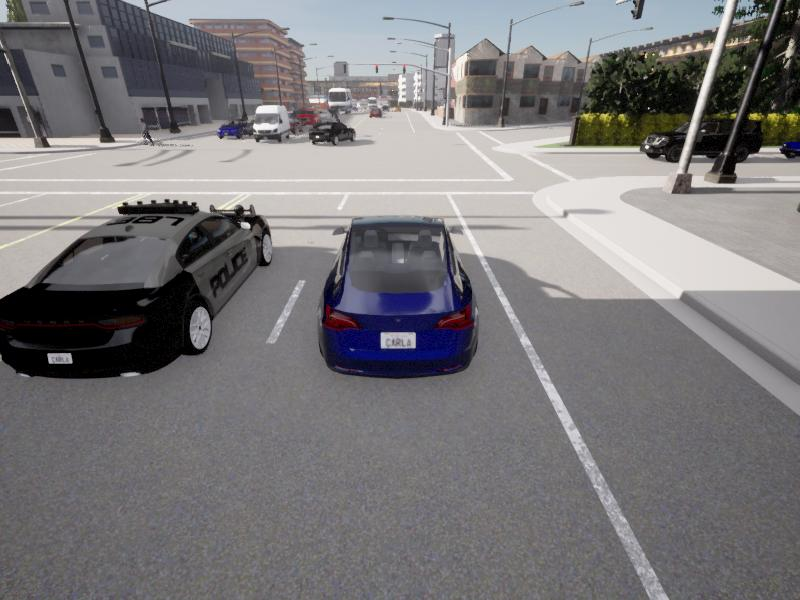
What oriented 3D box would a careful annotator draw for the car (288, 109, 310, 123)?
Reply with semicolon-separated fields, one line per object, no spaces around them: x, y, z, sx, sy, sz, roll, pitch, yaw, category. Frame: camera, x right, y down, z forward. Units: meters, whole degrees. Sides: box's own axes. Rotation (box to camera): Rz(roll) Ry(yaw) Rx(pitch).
-14.369;-26.301;57.059;1.837;1.490;4.892;0;28;0;car

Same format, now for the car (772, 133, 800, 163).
23.278;-8.123;21.334;4.718;1.301;1.895;0;26;0;car

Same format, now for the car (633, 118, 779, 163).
15.945;-8.466;21.181;5.566;2.045;2.150;0;26;0;car

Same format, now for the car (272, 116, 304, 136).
-10.726;-16.854;38.685;1.812;1.442;4.674;0;27;0;car

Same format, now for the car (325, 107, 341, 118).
-10.923;-30.776;65.511;1.816;1.474;4.193;0;28;0;car

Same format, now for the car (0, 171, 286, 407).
-3.523;-0.752;6.336;1.930;1.638;5.238;0;27;0;car

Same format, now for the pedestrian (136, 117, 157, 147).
-17.585;-11.637;27.738;0.751;1.860;0.751;-15;30;-28;pedestrian

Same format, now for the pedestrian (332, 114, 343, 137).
-5.506;-15.340;35.168;0.751;1.860;0.751;-8;27;-16;pedestrian

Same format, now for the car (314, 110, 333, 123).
-10.864;-26.178;56.881;1.812;1.442;4.674;0;28;0;car

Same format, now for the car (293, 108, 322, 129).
-10.799;-21.502;47.231;2.150;2.045;5.566;0;27;0;car

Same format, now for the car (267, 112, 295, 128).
-14.311;-21.898;48.558;1.882;1.535;5.008;0;27;0;car

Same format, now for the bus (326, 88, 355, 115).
-10.867;-36.931;74.342;3.944;4.253;10.273;0;27;0;bus

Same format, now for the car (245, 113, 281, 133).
-14.269;-18.680;42.110;1.930;1.638;5.238;0;27;0;car

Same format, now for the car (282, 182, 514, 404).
-0.031;-0.602;6.212;2.163;1.488;4.792;0;27;0;car

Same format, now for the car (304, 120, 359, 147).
-5.028;-12.669;30.227;1.882;1.535;5.008;9;28;17;car

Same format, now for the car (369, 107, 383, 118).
-3.930;-31.124;66.279;1.994;1.385;4.181;0;28;0;car

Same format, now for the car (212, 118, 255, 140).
-14.224;-14.724;34.413;1.816;1.474;4.193;0;27;0;car

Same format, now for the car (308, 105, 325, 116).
-14.452;-33.022;69.708;1.882;1.535;5.008;0;28;0;car

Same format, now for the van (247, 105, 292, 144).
-10.329;-14.207;32.194;1.988;2.561;5.915;-2;27;-4;van
